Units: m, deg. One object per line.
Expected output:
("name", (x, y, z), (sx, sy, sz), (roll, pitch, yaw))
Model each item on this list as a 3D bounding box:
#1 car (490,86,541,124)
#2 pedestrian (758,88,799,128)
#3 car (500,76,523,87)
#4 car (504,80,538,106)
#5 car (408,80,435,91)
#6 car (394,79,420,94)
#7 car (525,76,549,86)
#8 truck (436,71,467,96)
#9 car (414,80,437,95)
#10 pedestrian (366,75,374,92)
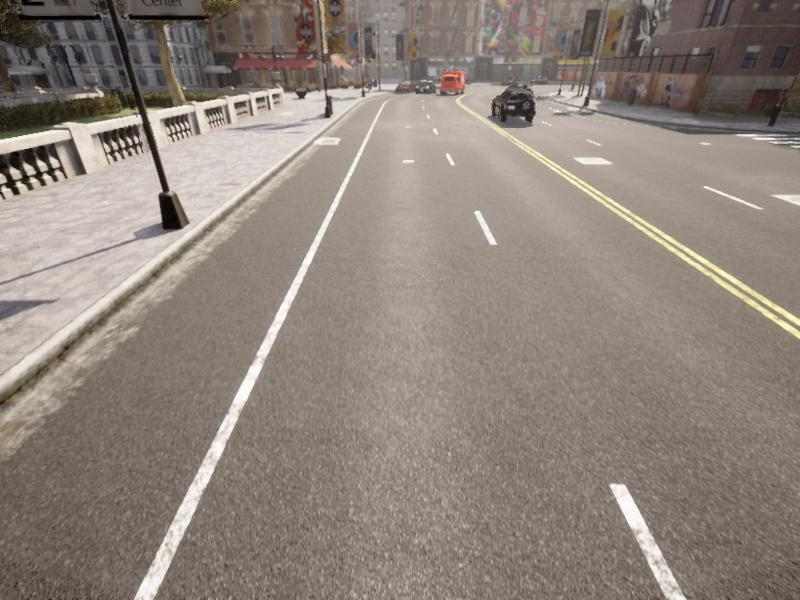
("car", (7.201, -12.513, 25.529), (1.932, 1.855, 4.605), (0, 30, 1))
("pedestrian", (20.039, -10.173, 21.201), (0.751, 1.860, 0.751), (-12, 33, -20))
("car", (19.198, -37.671, 68.958), (2.007, 1.525, 4.514), (20, 36, 31))
("car", (10.947, -18.982, 36.588), (1.932, 1.855, 4.605), (2, 30, 4))
("car", (3.113, -30.534, 56.901), (1.895, 1.301, 4.718), (16, 34, 25))
("car", (0.925, -27.924, 52.291), (2.002, 1.452, 4.674), (10, 32, 17))
("car", (25.128, -40.142, 73.245), (3.806, 1.475, 1.970), (-17, 34, -26))
("truck", (6.235, -26.036, 48.058), (2.627, 2.467, 5.204), (8, 31, 14))
("car", (3.235, -26.605, 50.101), (1.970, 1.475, 3.806), (10, 32, 16))
("pedestrian", (-3.787, -27.520, 50.850), (0.751, 1.860, 0.751), (5, 31, 8))
